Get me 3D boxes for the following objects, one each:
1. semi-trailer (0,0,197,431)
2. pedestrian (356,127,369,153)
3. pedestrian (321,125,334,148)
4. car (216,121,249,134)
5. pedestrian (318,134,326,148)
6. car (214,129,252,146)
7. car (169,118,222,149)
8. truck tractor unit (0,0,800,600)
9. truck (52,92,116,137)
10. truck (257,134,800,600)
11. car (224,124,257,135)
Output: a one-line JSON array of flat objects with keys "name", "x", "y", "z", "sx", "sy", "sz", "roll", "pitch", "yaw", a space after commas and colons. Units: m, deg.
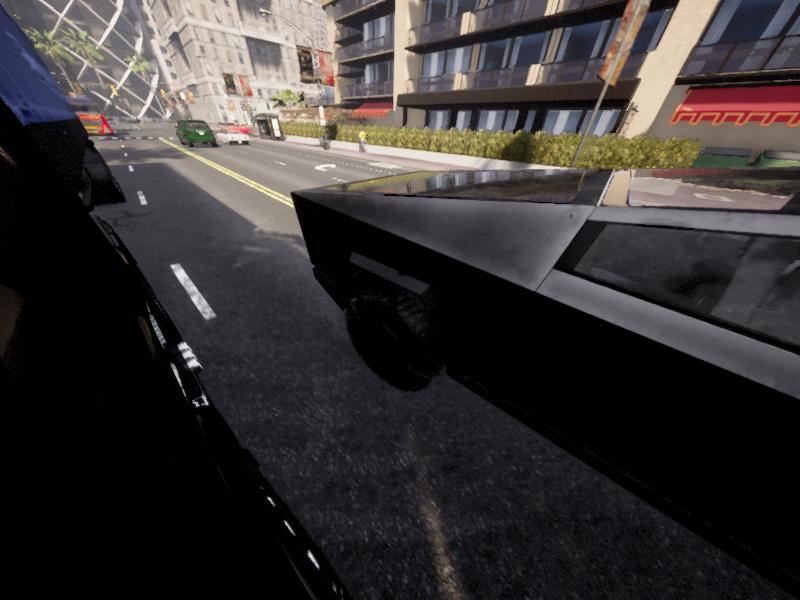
[{"name": "semi-trailer", "x": -8.443, "y": -3.759, "z": 4.475, "sx": 14.254, "sy": 4.402, "sz": 2.717, "roll": 31, "pitch": 46, "yaw": 33}, {"name": "pedestrian", "x": -3.279, "y": -14.094, "z": 20.347, "sx": 0.751, "sy": 1.860, "sz": 0.751, "roll": -29, "pitch": 47, "yaw": -34}, {"name": "pedestrian", "x": -7.391, "y": -16.665, "z": 23.538, "sx": 0.751, "sy": 1.860, "sz": 0.751, "roll": -22, "pitch": 43, "yaw": -29}, {"name": "car", "x": -31.762, "y": -32.734, "z": 43.908, "sx": 4.553, "sy": 1.767, "sz": 2.097, "roll": -22, "pitch": 43, "yaw": -29}, {"name": "pedestrian", "x": -7.902, "y": -16.134, "z": 23.436, "sx": 0.500, "sy": 1.100, "sz": 0.500, "roll": -4, "pitch": 37, "yaw": -9}, {"name": "car", "x": -18.044, "y": -17.551, "z": 24.890, "sx": 1.895, "sy": 1.301, "sz": 4.718, "roll": -29, "pitch": 47, "yaw": -35}, {"name": "car", "x": -19.142, "y": -15.550, "z": 21.542, "sx": 5.566, "sy": 2.045, "sz": 2.150, "roll": 32, "pitch": 46, "yaw": 33}, {"name": "truck tractor unit", "x": -2.645, "y": -0.295, "z": 0.351, "sx": 6.516, "sy": 4.208, "sz": 3.053, "roll": 28, "pitch": 44, "yaw": 30}, {"name": "truck", "x": -38.911, "y": -22.960, "z": 28.821, "sx": 2.891, "sy": 3.827, "sz": 8.468, "roll": -29, "pitch": 47, "yaw": -35}, {"name": "truck", "x": 2.049, "y": 0.267, "z": 1.636, "sx": 6.274, "sy": 2.098, "sz": 2.390, "roll": 27, "pitch": 43, "yaw": 29}, {"name": "car", "x": -28.987, "y": -31.112, "z": 42.128, "sx": 4.514, "sy": 1.525, "sz": 2.007, "roll": -22, "pitch": 43, "yaw": -29}]
